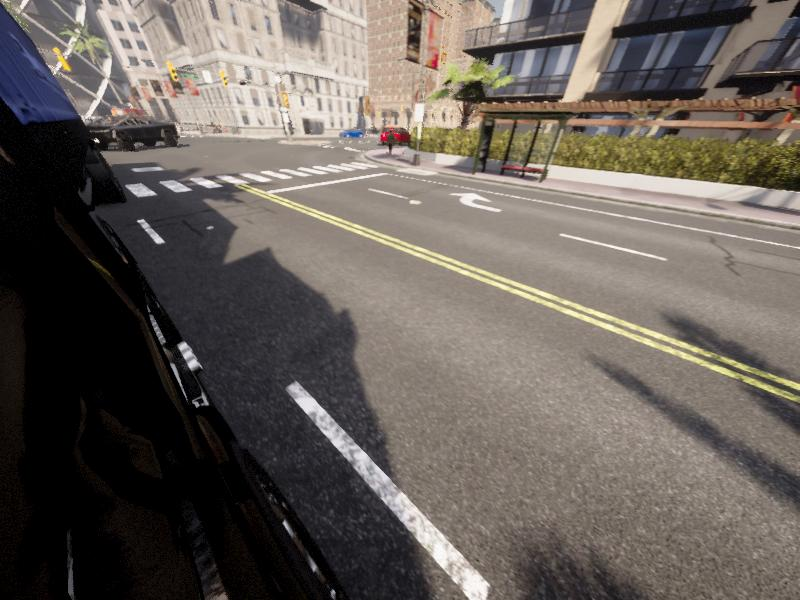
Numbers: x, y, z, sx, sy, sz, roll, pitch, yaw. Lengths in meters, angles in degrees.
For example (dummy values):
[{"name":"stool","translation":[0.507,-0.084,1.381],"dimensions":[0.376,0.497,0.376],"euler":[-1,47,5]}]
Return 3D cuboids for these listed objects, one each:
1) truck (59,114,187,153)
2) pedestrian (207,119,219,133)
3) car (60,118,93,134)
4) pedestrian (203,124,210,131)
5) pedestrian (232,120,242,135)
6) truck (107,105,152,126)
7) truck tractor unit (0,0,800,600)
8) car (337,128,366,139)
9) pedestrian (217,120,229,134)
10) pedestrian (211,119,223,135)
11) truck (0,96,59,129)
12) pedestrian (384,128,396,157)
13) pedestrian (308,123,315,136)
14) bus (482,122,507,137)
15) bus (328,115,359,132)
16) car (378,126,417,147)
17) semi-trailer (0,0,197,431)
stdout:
[{"name":"truck","translation":[-20.702,-12.976,17.984],"dimensions":[2.390,2.098,6.274],"euler":[1,37,-1]},{"name":"pedestrian","translation":[-32.712,-30.423,40.387],"dimensions":[0.751,1.860,0.751],"euler":[28,44,30]},{"name":"car","translation":[-42.832,-23.036,30.573],"dimensions":[5.366,1.575,1.801],"euler":[28,44,30]},{"name":"pedestrian","translation":[-36.994,-32.928,44.112],"dimensions":[0.500,1.100,0.500],"euler":[27,44,29]},{"name":"pedestrian","translation":[-26.493,-27.997,37.503],"dimensions":[0.751,1.860,0.751],"euler":[-20,42,-27]},{"name":"truck","translation":[-67.779,-46.353,58.302],"dimensions":[2.891,3.827,8.468],"euler":[-9,38,-15]},{"name":"truck tractor unit","translation":[-2.645,-0.295,0.351],"dimensions":[6.516,4.208,3.053],"euler":[28,44,30]},{"name":"car","translation":[-8.701,-30.025,41.705],"dimensions":[1.882,1.535,5.008],"euler":[27,44,29]},{"name":"pedestrian","translation":[-29.056,-28.469,37.991],"dimensions":[0.751,1.860,0.751],"euler":[29,44,31]},{"name":"pedestrian","translation":[-27.604,-26.068,34.883],"dimensions":[0.751,1.860,0.751],"euler":[-29,47,-34]},{"name":"truck","translation":[-59.836,-30.401,37.564],"dimensions":[8.468,3.827,2.891],"euler":[32,46,33]},{"name":"pedestrian","translation":[-0.758,-12.380,18.164],"dimensions":[0.751,1.860,0.751],"euler":[10,38,10]},{"name":"pedestrian","translation":[-16.242,-31.182,42.276],"dimensions":[0.751,1.860,0.751],"euler":[-22,43,-28]},{"name":"bus","translation":[34.147,-61.518,83.512],"dimensions":[3.944,4.253,10.273],"euler":[27,44,29]},{"name":"bus","translation":[-19.054,-59.572,78.090],"dimensions":[10.273,4.253,3.944],"euler":[28,44,29]},{"name":"car","translation":[-0.263,-21.932,30.999],"dimensions":[2.150,2.045,5.566],"euler":[27,43,29]},{"name":"semi-trailer","translation":[-8.437,-3.762,4.481],"dimensions":[14.254,4.402,2.717],"euler":[31,46,33]}]
